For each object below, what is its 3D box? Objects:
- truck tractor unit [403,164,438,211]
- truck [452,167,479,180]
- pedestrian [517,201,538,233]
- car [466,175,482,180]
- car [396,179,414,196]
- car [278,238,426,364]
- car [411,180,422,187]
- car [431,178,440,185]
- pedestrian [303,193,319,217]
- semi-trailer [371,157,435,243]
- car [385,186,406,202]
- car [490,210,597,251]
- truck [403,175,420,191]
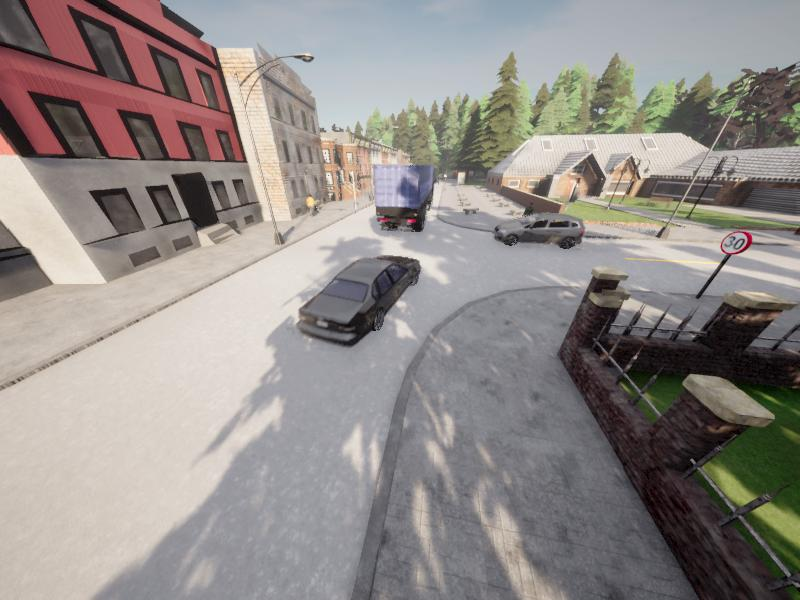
[{"bbox_3d":[2.407,-12.788,25.932,3.053,4.208,6.516,5,31,9],"label":"truck tractor unit"},{"bbox_3d":[23.204,-45.355,82.778,8.468,3.827,2.891,2,31,4],"label":"truck"},{"bbox_3d":[8.614,-5.626,15.617,0.751,1.860,0.751,17,34,26],"label":"pedestrian"},{"bbox_3d":[25.544,-42.215,79.626,4.892,1.490,1.837,6,30,8],"label":"car"},{"bbox_3d":[0.881,-19.039,38.936,2.150,2.045,5.566,5,30,9],"label":"car"},{"bbox_3d":[-0.911,-0.548,7.561,2.033,1.411,5.357,11,32,19],"label":"car"},{"bbox_3d":[3.796,-26.830,53.181,1.895,1.301,4.718,5,30,8],"label":"car"},{"bbox_3d":[9.266,-30.821,59.996,2.033,1.411,5.357,5,30,8],"label":"car"},{"bbox_3d":[-7.788,-8.310,20.282,0.751,1.860,0.751,6,31,10],"label":"pedestrian"},{"bbox_3d":[1.040,-8.975,19.135,2.717,4.402,14.254,5,30,9],"label":"semi-trailer"},{"bbox_3d":[-0.536,-14.777,32.073,2.007,1.525,4.514,5,30,9],"label":"car"},{"bbox_3d":[8.047,-4.180,13.574,4.611,1.667,2.242,6,30,10],"label":"car"},{"bbox_3d":[2.385,-23.415,46.091,2.627,2.467,5.204,5,30,9],"label":"truck"}]
